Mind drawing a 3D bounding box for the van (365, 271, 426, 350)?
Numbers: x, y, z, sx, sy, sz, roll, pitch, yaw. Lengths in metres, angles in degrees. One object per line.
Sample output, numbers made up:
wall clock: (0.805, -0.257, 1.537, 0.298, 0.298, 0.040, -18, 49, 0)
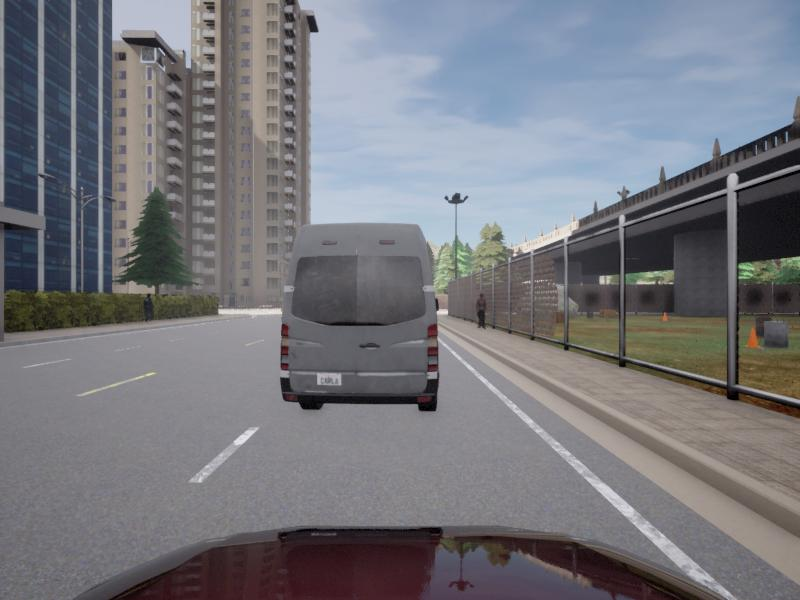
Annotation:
van: (-0.179, 0.323, 15.946, 1.988, 2.561, 5.915, 0, 0, -1)

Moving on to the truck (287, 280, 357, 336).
truck: (-3.734, 0.356, 20.395, 2.627, 2.467, 5.204, 0, 0, -1)

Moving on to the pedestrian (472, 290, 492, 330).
pedestrian: (3.899, 0.485, 19.040, 0.751, 1.860, 0.751, 0, 0, -4)

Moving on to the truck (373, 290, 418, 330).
truck: (-0.279, 0.542, 24.364, 2.390, 2.098, 6.274, 0, 0, -1)

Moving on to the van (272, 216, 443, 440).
van: (-0.353, 0.322, 7.571, 1.988, 2.561, 5.915, 0, 0, 3)

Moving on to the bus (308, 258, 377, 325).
bus: (-3.973, -0.534, 30.720, 3.944, 4.253, 10.273, 0, 0, -1)

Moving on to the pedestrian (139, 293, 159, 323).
pedestrian: (-15.848, 0.485, 25.275, 0.751, 1.860, 0.751, 0, 0, -2)
